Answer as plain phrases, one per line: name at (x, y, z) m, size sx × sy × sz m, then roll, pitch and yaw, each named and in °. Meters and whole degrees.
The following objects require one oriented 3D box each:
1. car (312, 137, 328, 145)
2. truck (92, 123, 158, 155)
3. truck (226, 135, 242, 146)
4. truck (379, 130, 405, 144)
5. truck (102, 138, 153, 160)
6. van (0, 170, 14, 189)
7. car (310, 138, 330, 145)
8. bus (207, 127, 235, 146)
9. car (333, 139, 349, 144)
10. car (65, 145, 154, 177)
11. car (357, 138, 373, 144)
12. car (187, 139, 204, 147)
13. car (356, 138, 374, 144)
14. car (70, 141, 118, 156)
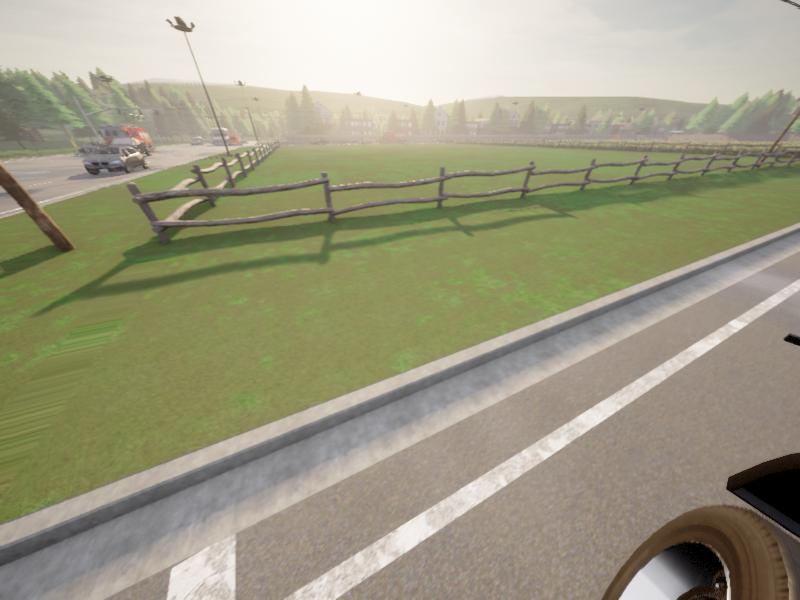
car at (-23.623, -46.702, 67.997) m, size 3.866 × 1.878 × 1.905 m, roll -14°, pitch 38°, yaw -19°
truck at (-43.648, -25.962, 37.193) m, size 2.891 × 3.827 × 8.468 m, roll -14°, pitch 38°, yaw -19°
truck at (-47.693, -46.021, 66.577) m, size 2.627 × 2.467 × 5.204 m, roll -14°, pitch 38°, yaw -19°
truck at (-2.776, -57.324, 81.193) m, size 8.468 × 3.827 × 2.891 m, roll -14°, pitch 38°, yaw -19°
truck at (-33.642, -18.968, 28.821) m, size 2.390 × 2.098 × 6.274 m, roll -20°, pitch 40°, yaw -26°
van at (-21.279, -5.651, 10.111) m, size 2.069 × 2.038 × 4.480 m, roll -14°, pitch 38°, yaw -19°
car at (-24.516, -48.596, 70.861) m, size 5.238 × 1.638 × 1.930 m, roll -14°, pitch 38°, yaw -19°
bus at (-52.797, -48.629, 68.715) m, size 3.944 × 4.253 × 10.273 m, roll -14°, pitch 38°, yaw -19°
car at (-19.350, -52.082, 75.892) m, size 4.792 × 1.488 × 2.163 m, roll -14°, pitch 38°, yaw -19°
car at (-21.219, -10.502, 17.253) m, size 2.242 × 1.667 × 4.611 m, roll -14°, pitch 38°, yaw -19°
car at (-11.968, -54.012, 78.538) m, size 5.008 × 1.535 × 1.882 m, roll -14°, pitch 38°, yaw -19°
car at (-59.127, -45.524, 66.884) m, size 2.152 × 1.651 × 5.027 m, roll -14°, pitch 38°, yaw -19°
car at (-11.325, -51.962, 75.648) m, size 5.366 × 1.575 × 1.801 m, roll -14°, pitch 38°, yaw -19°
car at (-45.855, -22.927, 34.829) m, size 2.152 × 1.651 × 5.027 m, roll -14°, pitch 38°, yaw -19°
